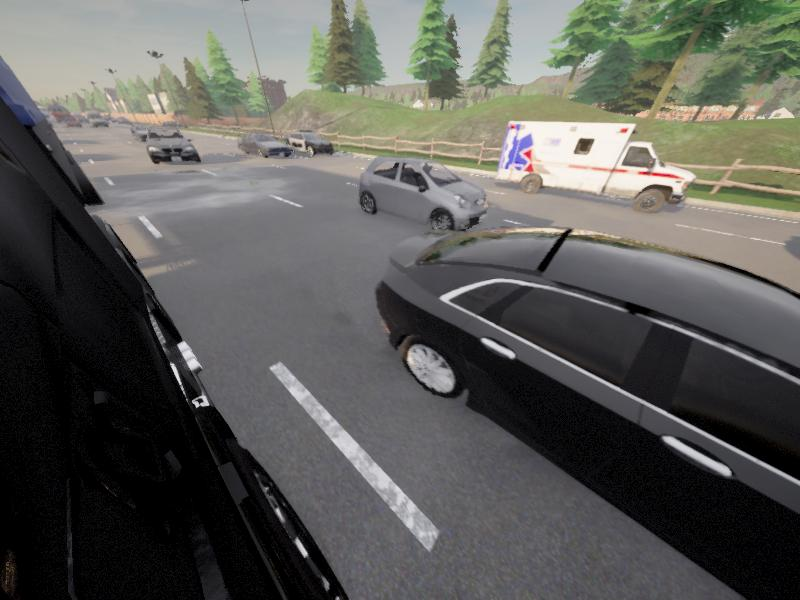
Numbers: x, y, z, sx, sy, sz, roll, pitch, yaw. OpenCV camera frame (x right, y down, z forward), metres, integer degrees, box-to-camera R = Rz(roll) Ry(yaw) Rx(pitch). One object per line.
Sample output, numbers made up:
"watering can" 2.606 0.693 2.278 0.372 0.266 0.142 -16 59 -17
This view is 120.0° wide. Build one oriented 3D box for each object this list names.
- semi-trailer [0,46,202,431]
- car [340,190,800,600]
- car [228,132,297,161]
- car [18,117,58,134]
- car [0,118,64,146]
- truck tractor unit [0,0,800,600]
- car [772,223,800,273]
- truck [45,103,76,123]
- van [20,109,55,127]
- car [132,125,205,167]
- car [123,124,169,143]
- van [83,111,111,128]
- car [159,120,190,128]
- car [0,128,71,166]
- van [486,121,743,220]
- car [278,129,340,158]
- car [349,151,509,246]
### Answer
"semi-trailer" -8.707 -3.589 4.235 14.254 4.402 2.717 28 44 30
"car" 1.921 0.498 1.798 4.892 1.490 1.837 28 44 30
"car" -10.169 -11.412 17.016 5.357 1.411 2.033 28 44 30
"car" -45.879 -22.182 29.366 4.792 1.488 2.163 28 44 30
"car" -30.600 -14.107 19.350 5.027 1.651 2.152 28 44 30
"truck tractor unit" -2.645 -0.295 0.351 6.516 4.208 3.053 28 44 30
"car" 10.666 -0.423 3.340 5.238 1.638 1.930 28 44 30
"truck" -89.120 -48.912 60.562 8.468 3.827 2.891 28 44 30
"van" -64.483 -32.470 41.238 6.366 2.431 2.351 28 44 30
"car" -13.589 -9.202 13.688 2.242 1.667 4.611 -25 45 -31
"car" -26.474 -17.335 24.018 5.357 1.411 2.033 28 44 30
"van" -58.733 -34.970 44.747 5.915 2.561 1.988 28 44 30
"car" -54.960 -42.857 56.317 5.357 1.411 2.033 6 37 5
"car" -20.114 -8.415 12.568 4.181 1.385 1.994 28 44 30
"van" 7.167 -5.363 9.042 6.366 2.431 2.351 28 44 30
"car" -7.439 -12.822 18.814 5.238 1.638 1.930 28 44 30
"car" 0.602 -2.975 6.295 3.633 1.501 1.845 28 44 30
